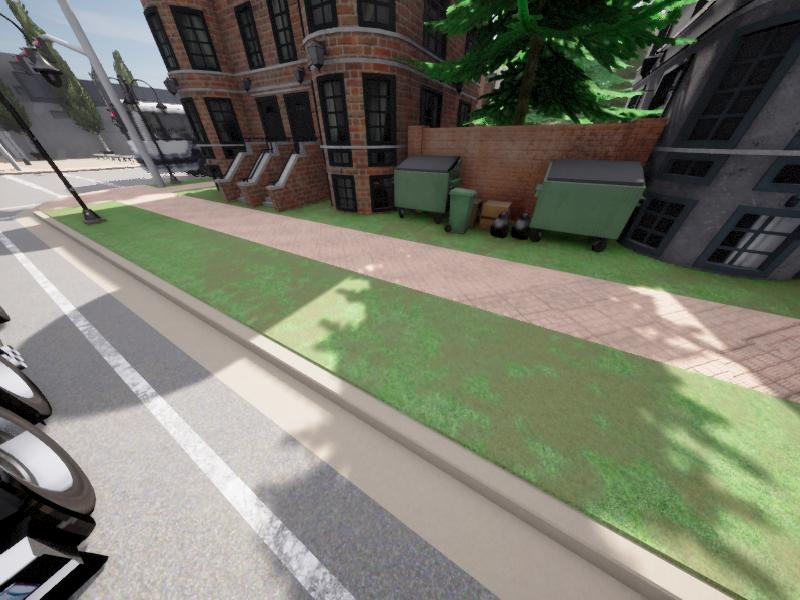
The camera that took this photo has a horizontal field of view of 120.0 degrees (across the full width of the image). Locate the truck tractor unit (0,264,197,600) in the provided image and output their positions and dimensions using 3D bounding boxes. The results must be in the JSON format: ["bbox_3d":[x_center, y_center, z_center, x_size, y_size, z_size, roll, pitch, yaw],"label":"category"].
[{"bbox_3d":[-5.112,-0.299,0.780,6.516,4.208,3.053,18,39,24],"label":"truck tractor unit"}]

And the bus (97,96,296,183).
[{"bbox_3d":[-14.250,-12.400,18.168,3.944,4.253,10.273,18,39,24],"label":"bus"}]
